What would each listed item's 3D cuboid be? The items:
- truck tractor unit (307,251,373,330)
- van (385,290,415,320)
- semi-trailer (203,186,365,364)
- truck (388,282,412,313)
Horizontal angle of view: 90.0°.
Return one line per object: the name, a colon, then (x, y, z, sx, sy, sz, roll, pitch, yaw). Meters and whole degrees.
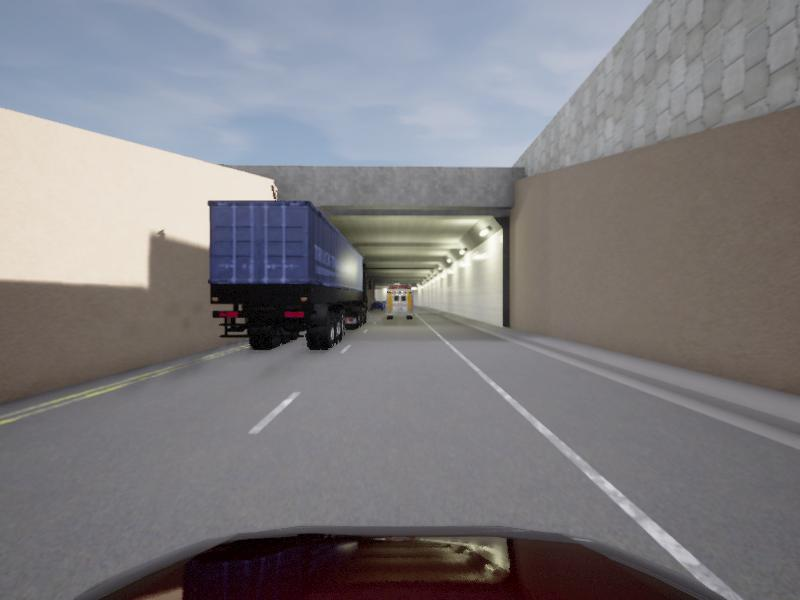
truck tractor unit: (-3.485, -0.518, 24.926, 3.053, 4.208, 6.516, 0, 0, 0)
van: (0.006, 0.385, 35.100, 2.351, 2.431, 6.366, 0, 0, 0)
semi-trailer: (-3.498, -0.617, 17.007, 2.717, 4.402, 14.254, 0, 0, 0)
truck: (0.017, -0.309, 53.270, 2.891, 3.827, 8.468, 0, 0, 0)
